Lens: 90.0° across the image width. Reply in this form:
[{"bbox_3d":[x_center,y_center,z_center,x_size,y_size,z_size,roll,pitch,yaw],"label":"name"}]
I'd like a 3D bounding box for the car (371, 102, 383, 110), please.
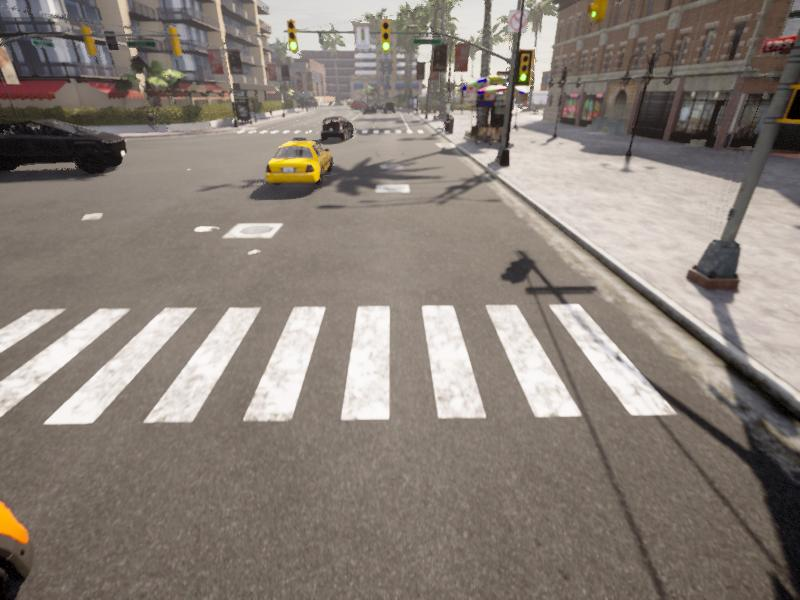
[{"bbox_3d":[-5.014,-42.584,87.883,1.789,1.549,3.705,-8,28,-15],"label":"car"}]

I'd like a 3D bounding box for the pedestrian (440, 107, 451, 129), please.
[{"bbox_3d":[4.236,-16.898,37.137,0.751,1.860,0.751,-4,27,-7],"label":"pedestrian"}]

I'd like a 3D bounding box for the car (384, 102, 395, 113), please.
[{"bbox_3d":[-1.944,-35.649,74.044,1.905,1.878,3.866,-2,27,-5],"label":"car"}]

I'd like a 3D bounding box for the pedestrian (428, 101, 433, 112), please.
[{"bbox_3d":[5.866,-36.914,76.138,0.751,1.860,0.751,-6,28,-12],"label":"pedestrian"}]

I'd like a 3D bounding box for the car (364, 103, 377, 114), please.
[{"bbox_3d":[-5.340,-34.321,71.710,2.242,1.667,4.611,-2,27,-5],"label":"car"}]

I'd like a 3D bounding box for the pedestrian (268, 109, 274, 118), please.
[{"bbox_3d":[-17.741,-25.710,55.122,0.500,1.100,0.500,1,27,1],"label":"pedestrian"}]

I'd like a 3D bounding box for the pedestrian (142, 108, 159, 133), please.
[{"bbox_3d":[-21.011,-15.143,33.699,0.751,1.860,0.751,-12,30,-22],"label":"pedestrian"}]

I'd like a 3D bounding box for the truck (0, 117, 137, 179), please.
[{"bbox_3d":[-15.359,-6.486,16.960,6.274,2.098,2.390,-7,28,-13],"label":"truck"}]

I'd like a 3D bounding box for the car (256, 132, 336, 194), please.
[{"bbox_3d":[-3.813,-5.559,15.729,1.801,1.575,5.366,-1,27,-1],"label":"car"}]

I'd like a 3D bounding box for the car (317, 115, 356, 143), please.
[{"bbox_3d":[-4.661,-12.889,29.983,1.851,1.617,3.988,3,27,6],"label":"car"}]

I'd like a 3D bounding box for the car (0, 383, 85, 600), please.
[{"bbox_3d":[-3.444,2.057,0.657,2.097,1.767,4.553,-1,27,-1],"label":"car"}]

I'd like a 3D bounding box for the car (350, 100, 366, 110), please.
[{"bbox_3d":[-9.406,-43.700,89.541,2.150,2.045,5.566,-10,29,-19],"label":"car"}]
